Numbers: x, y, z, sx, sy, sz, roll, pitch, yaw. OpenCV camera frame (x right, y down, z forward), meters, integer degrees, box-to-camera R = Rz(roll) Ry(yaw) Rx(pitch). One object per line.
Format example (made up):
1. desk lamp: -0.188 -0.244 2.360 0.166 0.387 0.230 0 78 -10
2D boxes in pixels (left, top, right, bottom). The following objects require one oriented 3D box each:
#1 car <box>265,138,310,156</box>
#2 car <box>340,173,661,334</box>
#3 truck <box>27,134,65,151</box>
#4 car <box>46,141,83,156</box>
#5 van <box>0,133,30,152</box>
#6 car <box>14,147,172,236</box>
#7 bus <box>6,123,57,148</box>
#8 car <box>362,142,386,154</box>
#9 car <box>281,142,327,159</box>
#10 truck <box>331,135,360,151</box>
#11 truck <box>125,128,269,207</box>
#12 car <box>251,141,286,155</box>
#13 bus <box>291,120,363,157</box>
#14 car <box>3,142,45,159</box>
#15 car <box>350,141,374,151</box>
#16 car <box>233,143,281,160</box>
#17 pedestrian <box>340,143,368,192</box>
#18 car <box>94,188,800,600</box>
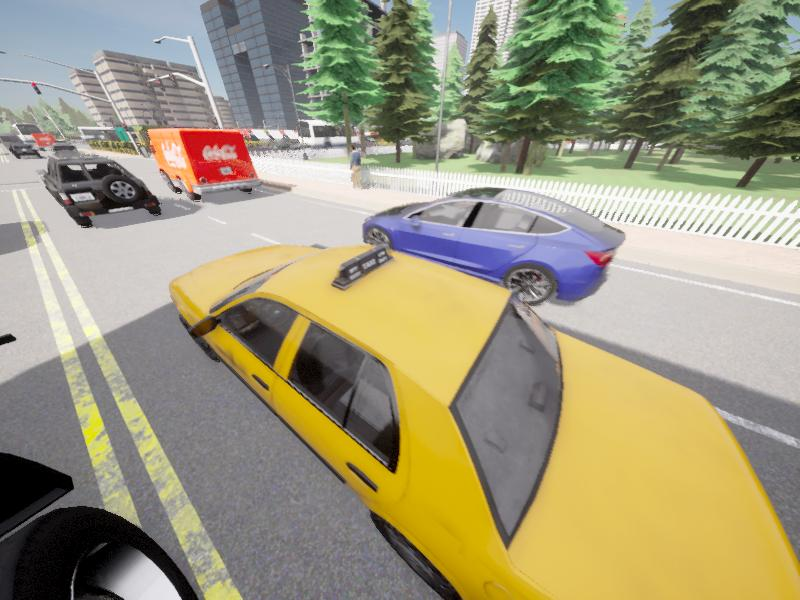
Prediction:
1. car: -16.882 -23.231 34.973 2.150 2.045 5.566 21 40 27
2. car: 1.376 -1.443 4.684 4.792 1.488 2.163 22 41 28
3. truck: -62.990 -28.080 41.117 5.204 2.467 2.627 22 41 28
4. car: -46.006 -20.814 31.662 5.238 1.638 1.930 22 41 28
5. van: -65.951 -26.866 39.279 5.915 2.561 1.988 22 41 28
6. car: -10.061 -3.801 7.603 4.605 1.855 1.932 23 41 27
7. bus: -81.431 -36.232 50.990 10.273 4.253 3.944 22 40 28
8. car: -4.396 -26.497 40.199 1.816 1.474 4.193 21 40 27
9. car: -12.377 -19.666 30.300 1.930 1.638 5.238 21 39 27
10. truck: -10.981 -32.153 47.295 2.627 2.467 5.204 21 41 27
11. truck: -8.947 -6.055 10.289 5.204 2.467 2.627 22 41 28
12. car: -20.362 -23.693 35.981 1.851 1.617 3.988 21 40 27
13. bus: -10.977 -25.698 36.628 3.944 4.253 10.273 21 42 27
14. car: -45.069 -17.923 27.668 4.514 1.525 2.007 22 41 28
15. car: -7.558 -31.077 46.624 2.038 1.542 4.974 21 40 27
16. car: -17.753 -18.622 28.875 2.007 1.525 4.514 21 40 27
17. pedestrian: -2.043 -6.015 10.509 0.751 1.860 0.751 25 42 31
18. car: -0.496 0.218 2.231 5.366 1.575 1.801 23 41 28
